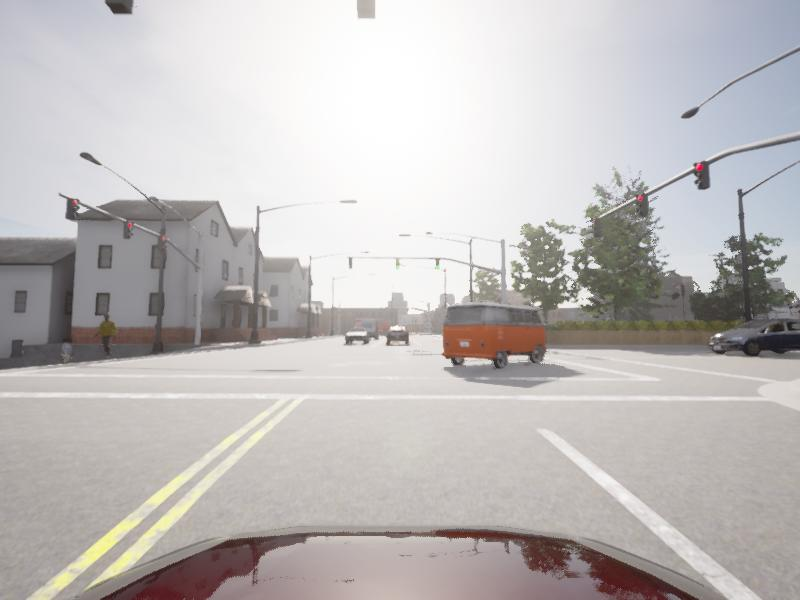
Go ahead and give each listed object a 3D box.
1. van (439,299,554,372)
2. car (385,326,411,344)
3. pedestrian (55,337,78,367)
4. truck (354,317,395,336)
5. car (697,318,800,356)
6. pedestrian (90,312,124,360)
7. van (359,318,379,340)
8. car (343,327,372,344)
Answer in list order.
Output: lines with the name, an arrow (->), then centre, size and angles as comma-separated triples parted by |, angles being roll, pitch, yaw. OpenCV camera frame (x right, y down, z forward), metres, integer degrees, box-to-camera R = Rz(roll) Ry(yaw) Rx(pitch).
van -> 3.344, 1.150, 13.293 | 1.775, 1.987, 4.442 | -4, -6, 42
car -> -0.199, 3.051, 35.258 | 2.128, 1.511, 4.902 | 0, -4, 0
pedestrian -> -21.301, 3.311, 25.564 | 0.751, 1.860, 0.751 | 0, -4, 0
truck -> -5.303, 5.533, 84.128 | 8.468, 3.827, 2.891 | 0, -4, -1
car -> 17.185, 1.737, 18.822 | 4.611, 1.667, 2.242 | 0, -4, 0
pedestrian -> -11.607, 1.419, 15.875 | 0.751, 1.860, 0.751 | 1, -4, -8
van -> -3.786, 3.609, 49.699 | 1.988, 2.561, 5.915 | 0, -3, 0
car -> -3.704, 3.144, 35.684 | 2.033, 1.411, 5.357 | 0, -4, 0
